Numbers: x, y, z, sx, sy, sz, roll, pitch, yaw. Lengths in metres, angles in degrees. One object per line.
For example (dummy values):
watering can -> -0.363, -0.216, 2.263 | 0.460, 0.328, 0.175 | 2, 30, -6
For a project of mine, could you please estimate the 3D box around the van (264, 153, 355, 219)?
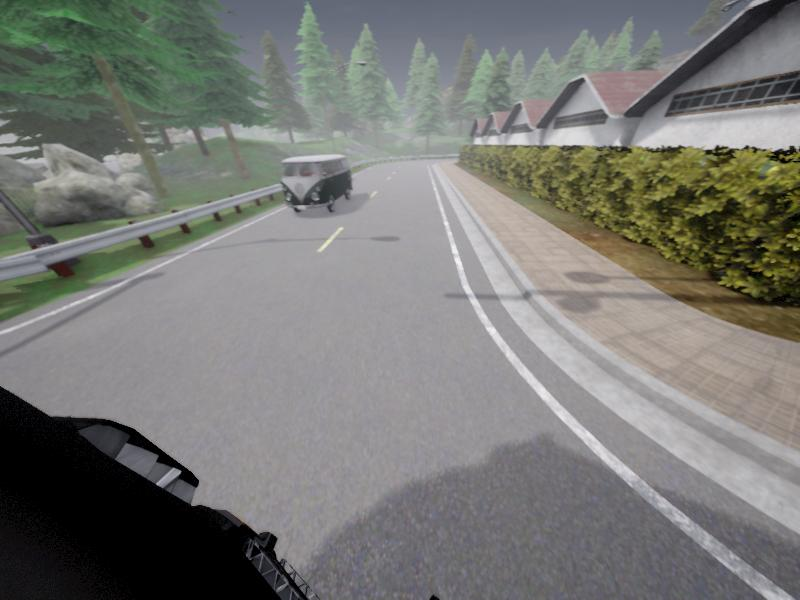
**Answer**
van -> -3.467, -5.124, 10.028 | 1.775, 1.987, 4.442 | 2, 34, 4
